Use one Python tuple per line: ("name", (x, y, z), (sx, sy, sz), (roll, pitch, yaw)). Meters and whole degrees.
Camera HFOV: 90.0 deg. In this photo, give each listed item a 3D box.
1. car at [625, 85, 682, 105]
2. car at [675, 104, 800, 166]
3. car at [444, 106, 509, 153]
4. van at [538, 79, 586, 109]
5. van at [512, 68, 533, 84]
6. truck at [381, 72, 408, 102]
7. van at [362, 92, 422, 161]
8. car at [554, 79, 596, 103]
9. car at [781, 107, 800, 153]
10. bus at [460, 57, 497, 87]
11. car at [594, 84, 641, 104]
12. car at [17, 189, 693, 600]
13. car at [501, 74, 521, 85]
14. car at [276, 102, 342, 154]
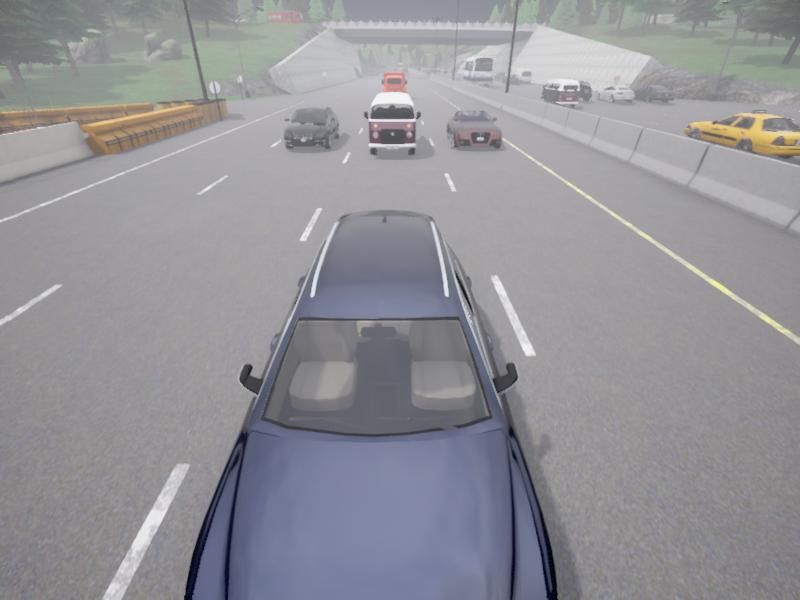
("car", (23.979, -19.669, 38.205), (2.033, 1.411, 5.357), (0, 30, 0))
("car", (13.713, -6.700, 15.874), (1.801, 1.575, 5.366), (0, 30, 0))
("car", (3.194, -7.592, 17.594), (1.994, 1.385, 4.181), (0, 30, 0))
("van", (13.524, -17.445, 33.758), (2.069, 2.038, 4.480), (0, 30, 0))
("van", (23.563, -43.130, 77.097), (1.988, 2.561, 5.915), (0, 30, 0))
("truck", (-0.554, -21.701, 40.583), (2.627, 2.467, 5.204), (0, 30, -1))
("van", (-0.291, -7.113, 16.112), (2.069, 2.038, 4.480), (0, 30, 0))
("car", (16.967, -20.419, 38.999), (1.932, 1.855, 4.605), (0, 30, 0))
("car", (17.231, -5.883, 14.020), (2.150, 2.045, 5.566), (0, 30, 0))
("bus", (13.034, -38.635, 67.741), (3.944, 4.253, 10.273), (0, 30, 0))
("car", (20.479, -19.547, 37.944), (1.812, 1.442, 4.674), (0, 30, 0))
("car", (-0.155, 0.483, 3.551), (2.033, 1.649, 4.856), (0, 30, 0))
("car", (20.106, -40.183, 72.938), (2.242, 1.667, 4.611), (0, 30, 0))
("car", (-3.806, -7.688, 17.627), (1.837, 1.490, 4.892), (0, 30, 0))
